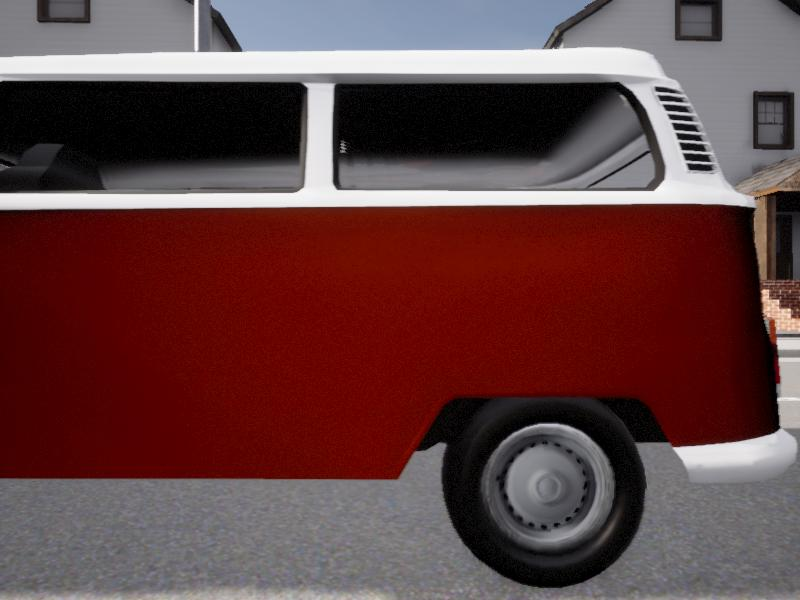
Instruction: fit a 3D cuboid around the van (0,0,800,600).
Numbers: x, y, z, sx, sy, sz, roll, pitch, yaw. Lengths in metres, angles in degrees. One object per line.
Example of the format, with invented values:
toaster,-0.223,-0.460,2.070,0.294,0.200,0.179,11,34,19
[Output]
van,-0.769,-0.029,2.198,4.480,2.038,2.069,0,0,0
